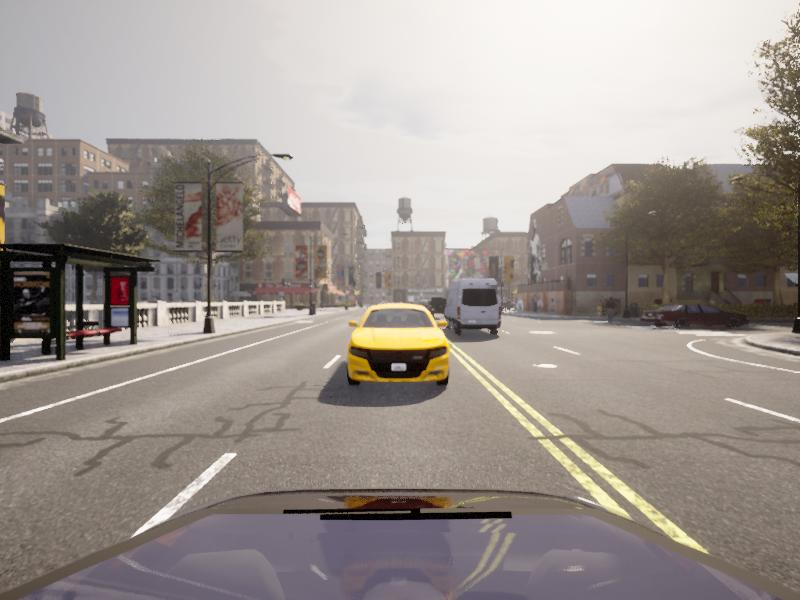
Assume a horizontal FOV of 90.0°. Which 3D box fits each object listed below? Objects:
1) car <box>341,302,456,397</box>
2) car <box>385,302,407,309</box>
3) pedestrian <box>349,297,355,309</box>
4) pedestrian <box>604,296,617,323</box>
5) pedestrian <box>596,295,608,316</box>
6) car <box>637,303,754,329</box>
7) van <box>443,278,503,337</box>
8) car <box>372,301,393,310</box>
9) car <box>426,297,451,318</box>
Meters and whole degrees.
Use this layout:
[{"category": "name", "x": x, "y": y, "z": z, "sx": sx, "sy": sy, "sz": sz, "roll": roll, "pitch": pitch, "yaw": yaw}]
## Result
[{"category": "car", "x": -0.056, "y": 0.825, "z": 9.084, "sx": 1.882, "sy": 1.535, "sz": 5.008, "roll": 0, "pitch": 0, "yaw": -1}, {"category": "car", "x": -0.734, "y": 0.952, "z": 73.864, "sx": 1.895, "sy": 1.301, "sz": 4.718, "roll": 0, "pitch": 0, "yaw": 30}, {"category": "pedestrian", "x": -7.680, "y": 0.497, "z": 64.374, "sx": 0.751, "sy": 1.860, "sz": 0.751, "roll": 0, "pitch": 0, "yaw": 7}, {"category": "pedestrian", "x": 14.539, "y": 0.642, "z": 27.604, "sx": 0.751, "sy": 1.860, "sz": 0.751, "roll": 0, "pitch": 0, "yaw": 30}, {"category": "pedestrian", "x": 18.396, "y": 0.491, "z": 36.402, "sx": 0.751, "sy": 1.860, "sz": 0.751, "roll": 0, "pitch": 0, "yaw": 0}, {"category": "car", "x": 16.827, "y": 0.899, "z": 22.962, "sx": 5.357, "sy": 1.411, "sz": 2.033, "roll": 0, "pitch": 0, "yaw": -3}, {"category": "van", "x": 3.507, "y": 0.326, "z": 20.474, "sx": 1.988, "sy": 2.561, "sz": 5.915, "roll": 0, "pitch": 0, "yaw": 0}, {"category": "car", "x": -2.898, "y": 0.876, "z": 68.558, "sx": 2.002, "sy": 1.452, "sz": 4.674, "roll": 0, "pitch": 0, "yaw": 20}, {"category": "car", "x": 3.502, "y": 0.653, "z": 36.613, "sx": 1.905, "sy": 1.878, "sz": 3.866, "roll": 0, "pitch": 0, "yaw": 0}]
